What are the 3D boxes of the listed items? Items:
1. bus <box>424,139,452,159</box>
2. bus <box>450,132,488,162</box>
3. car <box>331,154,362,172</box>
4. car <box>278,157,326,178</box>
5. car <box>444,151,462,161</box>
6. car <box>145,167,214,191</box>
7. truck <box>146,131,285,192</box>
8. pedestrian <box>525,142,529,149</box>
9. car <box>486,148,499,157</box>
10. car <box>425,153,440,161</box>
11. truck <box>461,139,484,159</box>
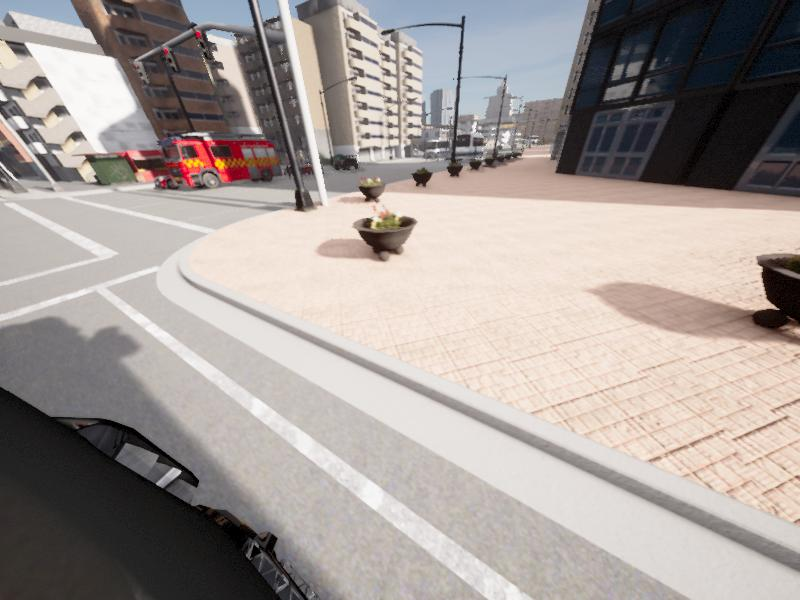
[{"bbox_3d":[10.526,-41.816,63.821,3.944,4.253,10.273,16,38,26],"label":"bus"},{"bbox_3d":[13.444,-29.495,44.730,3.944,4.253,10.273,16,37,26],"label":"bus"},{"bbox_3d":[-7.437,-19.340,32.526,1.905,1.878,3.866,15,37,25],"label":"car"},{"bbox_3d":[-11.239,-15.499,26.917,2.097,1.767,4.553,16,37,26],"label":"car"},{"bbox_3d":[10.833,-29.488,47.307,2.033,1.649,4.856,16,37,26],"label":"car"},{"bbox_3d":[-19.618,-10.929,20.733,1.970,1.475,3.806,16,37,26],"label":"car"},{"bbox_3d":[-15.316,-12.374,20.511,2.891,3.827,8.468,16,37,25],"label":"truck"},{"bbox_3d":[42.308,-51.472,76.937,0.751,1.860,0.751,12,37,22],"label":"pedestrian"},{"bbox_3d":[24.552,-39.168,61.392,2.152,1.651,5.027,16,38,26],"label":"car"},{"bbox_3d":[7.636,-33.918,54.604,1.994,1.385,4.181,16,37,26],"label":"car"},{"bbox_3d":[17.965,-37.514,57.152,2.891,3.827,8.468,16,38,26],"label":"truck"}]
